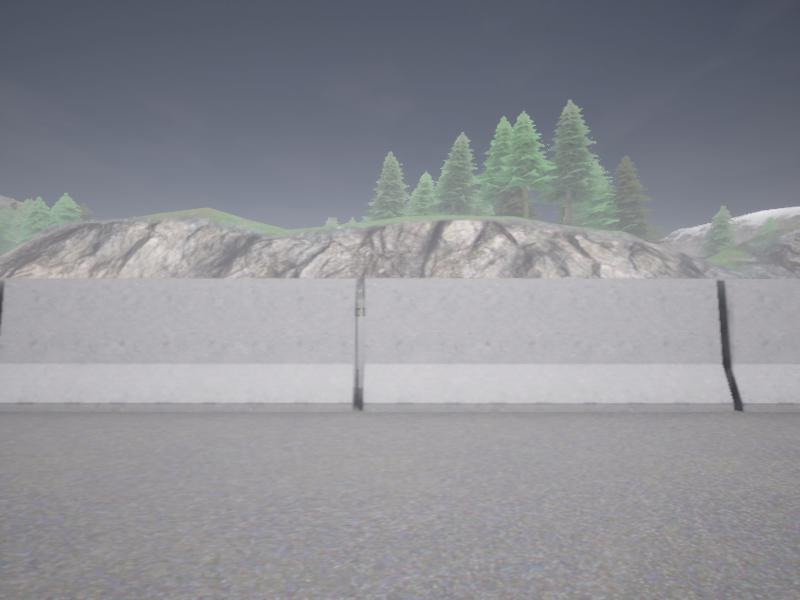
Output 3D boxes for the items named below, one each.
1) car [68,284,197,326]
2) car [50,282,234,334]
[{"bbox_3d":[-10.691,0.185,16.203,3.988,1.617,1.851,0,0,0],"label":"car"},{"bbox_3d":[-7.936,0.227,12.645,4.514,1.525,2.007,0,0,1],"label":"car"}]
